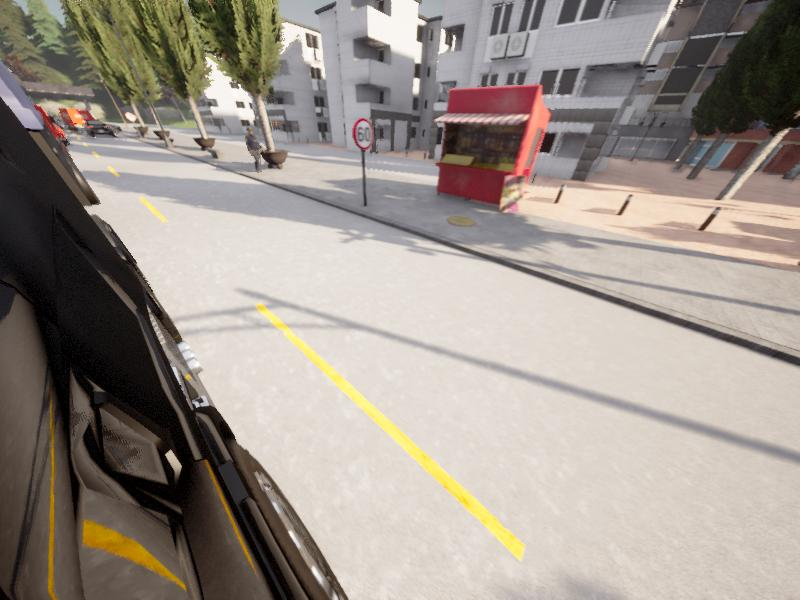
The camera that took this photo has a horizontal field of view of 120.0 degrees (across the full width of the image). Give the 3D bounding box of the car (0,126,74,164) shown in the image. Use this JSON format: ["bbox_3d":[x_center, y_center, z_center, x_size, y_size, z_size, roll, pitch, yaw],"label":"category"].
[{"bbox_3d":[-20.134,-8.624,12.730,4.181,1.385,1.994,29,44,30],"label":"car"}]

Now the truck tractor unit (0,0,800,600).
[{"bbox_3d":[-2.645,-0.295,0.351,6.516,4.208,3.053,28,44,30],"label":"truck tractor unit"}]

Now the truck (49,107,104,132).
[{"bbox_3d":[-44.813,-24.974,32.075,5.204,2.467,2.627,20,39,22],"label":"truck"}]

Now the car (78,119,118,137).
[{"bbox_3d":[-34.851,-19.811,26.608,4.974,1.542,2.038,28,44,30],"label":"car"}]

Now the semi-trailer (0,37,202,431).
[{"bbox_3d":[-8.725,-3.589,4.198,14.254,4.402,2.717,28,43,29],"label":"semi-trailer"}]

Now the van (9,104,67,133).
[{"bbox_3d":[-45.097,-22.605,28.813,5.915,2.561,1.988,19,38,21],"label":"van"}]

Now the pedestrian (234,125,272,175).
[{"bbox_3d":[-6.882,-7.057,10.913,0.751,1.860,0.751,24,41,26],"label":"pedestrian"}]

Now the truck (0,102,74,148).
[{"bbox_3d":[-27.539,-13.098,17.291,5.204,2.467,2.627,29,44,30],"label":"truck"}]
